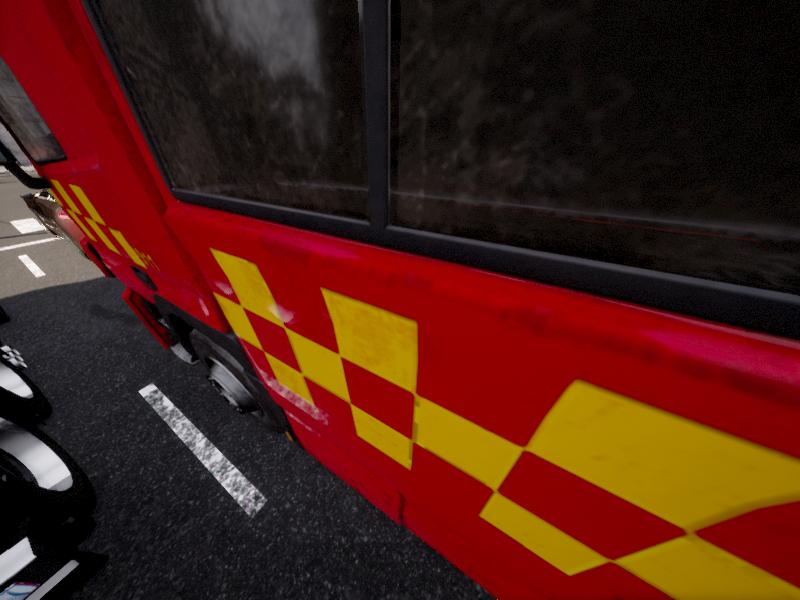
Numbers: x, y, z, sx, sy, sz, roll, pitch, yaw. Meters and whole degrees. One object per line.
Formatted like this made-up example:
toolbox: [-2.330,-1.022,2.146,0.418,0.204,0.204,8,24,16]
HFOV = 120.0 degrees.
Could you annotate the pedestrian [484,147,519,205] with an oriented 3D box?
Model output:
pedestrian: [3.810,-4.709,8.789,0.751,1.860,0.751,8,36,12]

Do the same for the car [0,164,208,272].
car: [-8.085,-2.542,6.285,5.027,1.651,2.152,19,39,25]

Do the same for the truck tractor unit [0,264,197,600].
truck tractor unit: [-5.111,-0.300,0.779,6.516,4.208,3.053,18,39,24]

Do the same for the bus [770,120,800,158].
bus: [55.143,-20.495,29.277,3.944,4.253,10.273,18,39,25]

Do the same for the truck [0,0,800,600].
truck: [1.515,-0.312,1.083,8.468,3.827,2.891,18,39,24]
